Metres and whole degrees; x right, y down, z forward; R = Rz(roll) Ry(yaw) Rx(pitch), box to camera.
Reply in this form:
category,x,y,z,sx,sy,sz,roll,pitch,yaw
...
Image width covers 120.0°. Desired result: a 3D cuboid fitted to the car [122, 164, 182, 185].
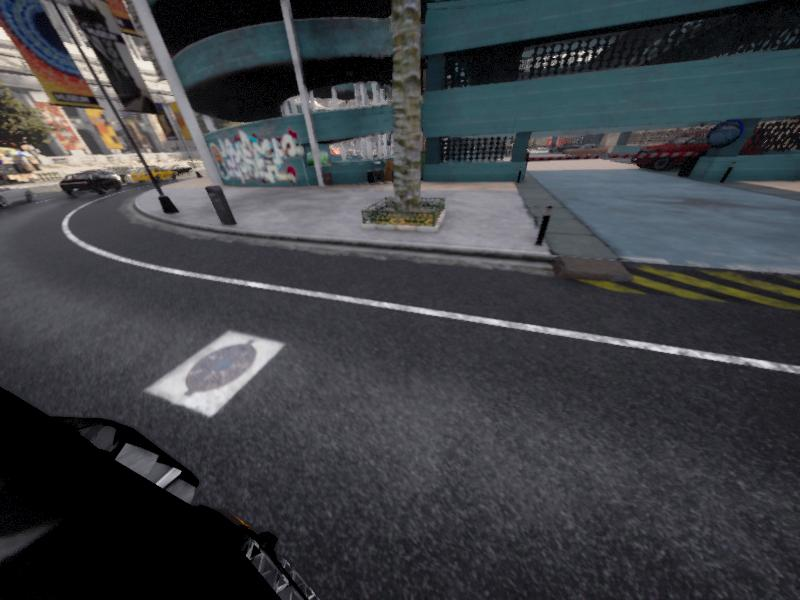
category,x,y,z,sx,sy,sz,roll,pitch,yaw
car,-27.377,-14.134,25.833,1.801,1.575,5.366,-8,34,-9

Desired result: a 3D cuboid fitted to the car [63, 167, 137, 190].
category,x,y,z,sx,sy,sz,roll,pitch,yaw
car,-30.294,-12.494,23.618,2.038,1.542,4.974,-11,34,-12

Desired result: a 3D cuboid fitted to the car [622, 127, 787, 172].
category,x,y,z,sx,sy,sz,roll,pitch,yaw
car,18.608,-9.526,14.735,5.566,2.045,2.435,8,35,16

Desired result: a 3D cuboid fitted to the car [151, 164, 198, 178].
category,x,y,z,sx,sy,sz,roll,pitch,yaw
car,-31.305,-18.045,32.275,1.895,1.301,4.718,-2,34,2

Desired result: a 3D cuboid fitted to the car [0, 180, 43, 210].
category,x,y,z,sx,sy,sz,roll,pitch,yaw
car,-25.854,-6.563,14.569,1.895,1.301,4.718,-22,38,-26

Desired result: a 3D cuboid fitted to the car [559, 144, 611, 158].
category,x,y,z,sx,sy,sz,roll,pitch,yaw
car,23.627,-19.190,29.719,4.718,1.301,1.895,8,35,16

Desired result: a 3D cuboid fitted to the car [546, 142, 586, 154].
category,x,y,z,sx,sy,sz,roll,pitch,yaw
car,27.651,-25.386,38.672,4.786,1.482,2.161,8,35,16

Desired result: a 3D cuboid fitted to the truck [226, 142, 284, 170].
category,x,y,z,sx,sy,sz,roll,pitch,yaw
truck,-25.448,-25.859,41.335,2.891,3.827,8.468,8,35,15

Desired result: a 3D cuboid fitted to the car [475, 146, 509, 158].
category,x,y,z,sx,sy,sz,roll,pitch,yaw
car,15.362,-24.849,38.694,4.902,1.511,2.128,8,35,16

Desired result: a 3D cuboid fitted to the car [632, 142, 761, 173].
category,x,y,z,sx,sy,sz,roll,pitch,yaw
car,18.679,-9.191,14.935,4.514,1.523,2.007,8,35,16

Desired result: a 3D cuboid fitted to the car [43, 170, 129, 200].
category,x,y,z,sx,sy,sz,roll,pitch,yaw
car,-24.415,-9.247,18.316,2.128,1.511,4.902,-18,37,-22

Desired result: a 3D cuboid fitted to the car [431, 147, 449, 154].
category,x,y,z,sx,sy,sz,roll,pitch,yaw
car,12.138,-45.598,70.397,5.008,1.535,1.882,9,35,16

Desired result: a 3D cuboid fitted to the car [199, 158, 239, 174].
category,x,y,z,sx,sy,sz,roll,pitch,yaw
car,-27.363,-20.464,35.182,2.097,1.767,4.553,2,34,7
